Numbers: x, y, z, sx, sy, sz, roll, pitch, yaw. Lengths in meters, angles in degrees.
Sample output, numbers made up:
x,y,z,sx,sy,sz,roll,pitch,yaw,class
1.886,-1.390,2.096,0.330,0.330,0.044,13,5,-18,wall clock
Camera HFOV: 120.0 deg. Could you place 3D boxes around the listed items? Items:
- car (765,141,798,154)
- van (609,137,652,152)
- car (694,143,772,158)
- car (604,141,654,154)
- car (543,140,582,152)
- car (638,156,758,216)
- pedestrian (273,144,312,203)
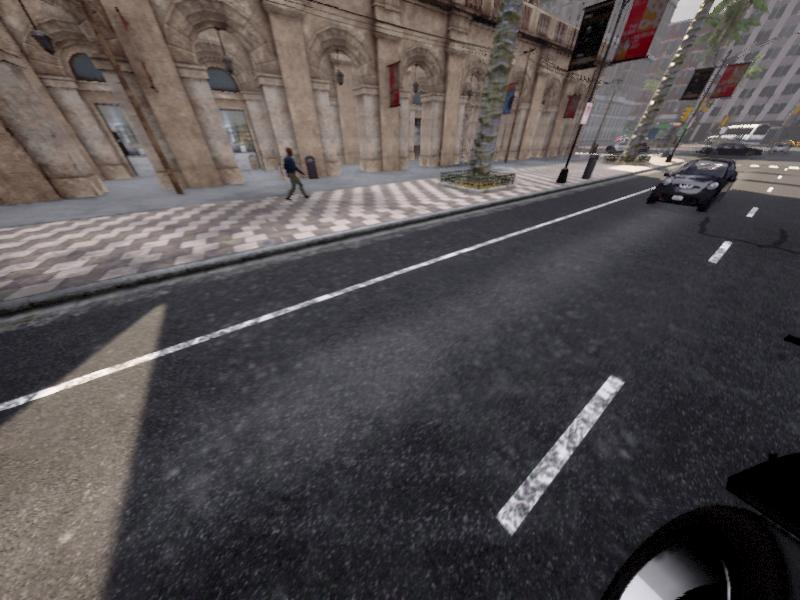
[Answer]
x,y,z,sx,sy,sz,roll,pitch,yaw,class
55.319,-22.131,33.511,3.633,1.501,1.845,-23,41,-28,car
39.910,-27.005,40.086,2.069,2.038,4.480,-22,41,-27,van
42.214,-19.204,29.584,5.357,1.411,2.033,23,41,29,car
35.201,-23.572,35.705,2.038,1.542,4.974,-22,40,-28,car
29.607,-28.233,42.297,1.801,1.575,5.366,-22,41,-28,car
11.396,-4.513,8.883,3.633,1.501,1.845,-22,41,-27,car
-4.060,-4.801,8.813,0.751,1.860,0.751,-23,41,-28,pedestrian
